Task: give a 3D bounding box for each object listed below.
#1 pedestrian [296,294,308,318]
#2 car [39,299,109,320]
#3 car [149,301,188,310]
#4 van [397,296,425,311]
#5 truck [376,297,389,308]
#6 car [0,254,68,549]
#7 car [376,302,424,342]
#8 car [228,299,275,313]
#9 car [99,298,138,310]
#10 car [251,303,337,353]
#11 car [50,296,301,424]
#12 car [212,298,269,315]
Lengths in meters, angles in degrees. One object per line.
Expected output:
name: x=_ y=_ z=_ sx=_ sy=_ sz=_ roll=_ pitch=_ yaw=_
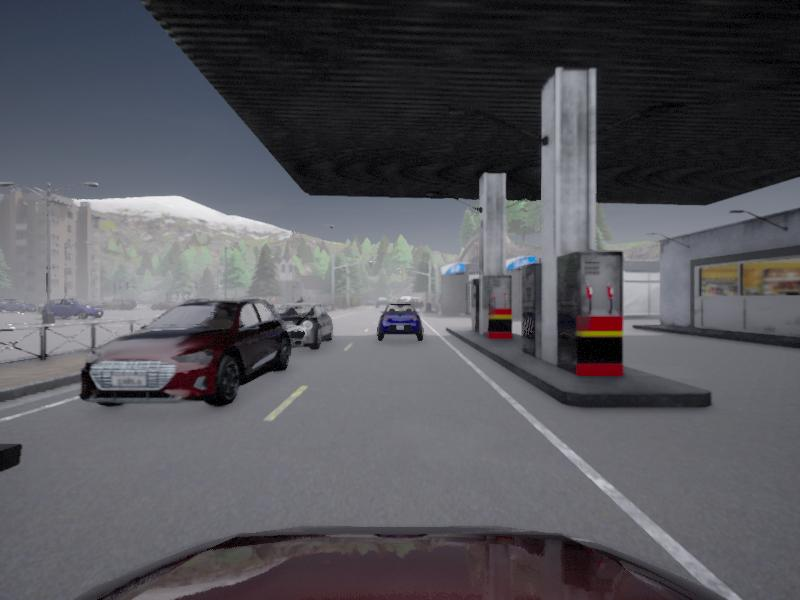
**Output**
pedestrian: x=-7.763 y=0.474 z=31.644 sx=0.751 sy=1.860 sz=0.751 roll=0 pitch=0 yaw=0
car: x=-24.027 y=0.653 z=29.554 sx=3.633 sy=1.501 sz=1.845 roll=0 pitch=0 yaw=0
car: x=-35.868 y=0.832 z=61.987 sx=4.792 sy=1.488 sz=2.163 roll=0 pitch=0 yaw=-1
van: x=1.679 y=0.552 z=57.152 sx=2.069 sy=2.038 sz=4.480 roll=-1 pitch=-1 yaw=31
truck: x=-3.496 y=0.513 z=79.625 sx=2.390 sy=2.098 sz=6.274 roll=0 pitch=0 yaw=-1
car: x=-3.501 y=0.646 z=1.134 sx=1.905 sy=1.878 sz=3.866 roll=0 pitch=0 yaw=0
car: x=0.006 y=0.848 z=17.257 sx=1.816 sy=1.474 sz=4.193 roll=0 pitch=0 yaw=0
car: x=-16.487 y=0.668 z=44.577 sx=4.514 sy=1.523 sz=2.007 roll=0 pitch=0 yaw=0
car: x=-43.533 y=0.633 z=61.870 sx=4.605 sy=1.855 sz=1.932 roll=0 pitch=0 yaw=-1
car: x=-3.495 y=0.849 z=13.910 sx=1.970 sy=1.475 sz=3.806 roll=0 pitch=0 yaw=0
car: x=-3.497 y=0.775 z=7.587 sx=2.033 sy=1.649 sz=4.856 roll=0 pitch=0 yaw=0
car: x=-16.417 y=0.660 z=41.441 sx=5.027 sy=1.636 sz=2.152 roll=0 pitch=0 yaw=0
